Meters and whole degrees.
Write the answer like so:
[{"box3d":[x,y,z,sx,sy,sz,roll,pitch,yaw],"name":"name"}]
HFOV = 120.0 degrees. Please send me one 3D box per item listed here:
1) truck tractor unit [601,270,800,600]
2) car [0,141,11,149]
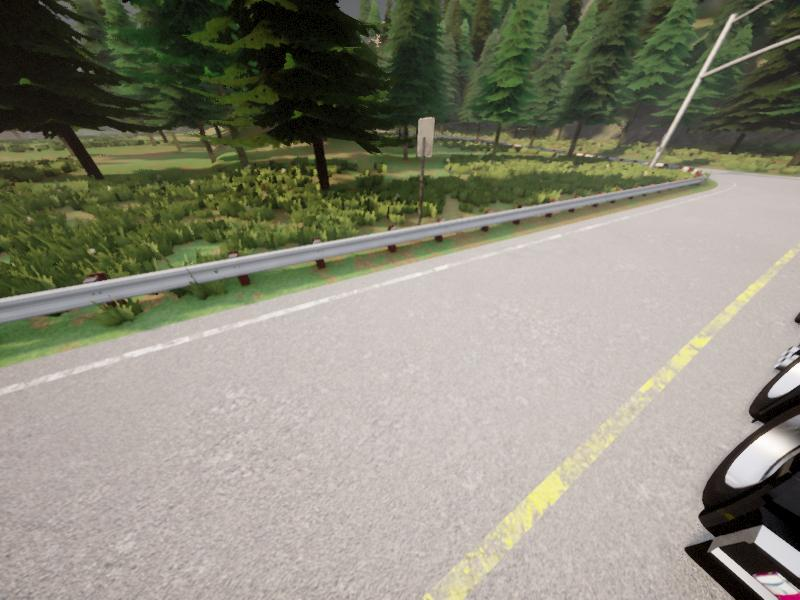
[{"box3d":[5.125,-0.284,0.776,6.516,4.208,3.053,-18,39,-24],"name":"truck tractor unit"},{"box3d":[-95.151,-35.722,53.396,5.008,1.535,1.882,-18,39,-25],"name":"car"}]
